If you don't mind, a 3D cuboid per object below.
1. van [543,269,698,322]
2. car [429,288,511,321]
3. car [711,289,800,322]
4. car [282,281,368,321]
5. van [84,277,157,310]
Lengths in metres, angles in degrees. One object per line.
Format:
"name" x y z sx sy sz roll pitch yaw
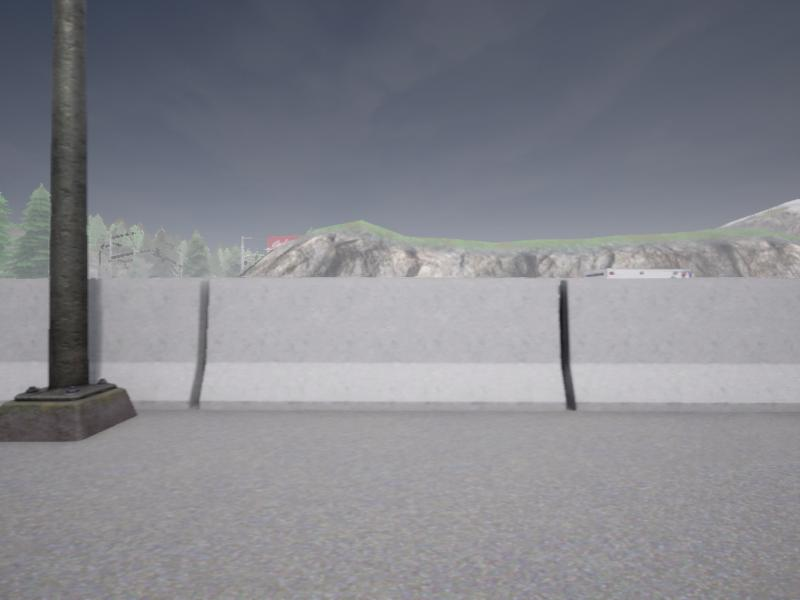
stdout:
"van" 10.636 -0.212 19.720 6.366 2.431 2.351 0 0 0
"car" 3.346 0.218 19.705 3.705 1.549 1.789 0 0 0
"car" 18.570 0.242 19.737 5.008 1.535 1.882 0 0 0
"car" -3.589 0.040 19.692 3.866 1.878 1.905 0 0 0
"van" -23.196 -0.498 33.546 1.988 2.561 5.915 0 0 0
